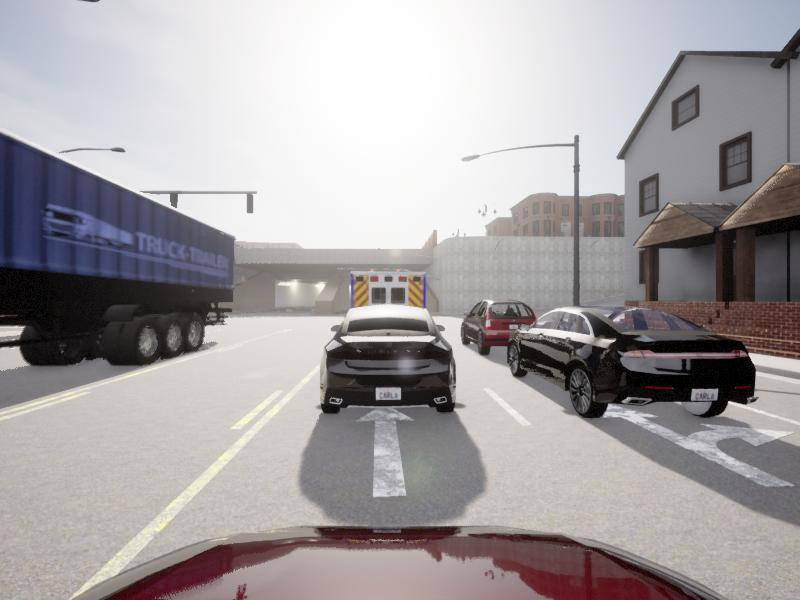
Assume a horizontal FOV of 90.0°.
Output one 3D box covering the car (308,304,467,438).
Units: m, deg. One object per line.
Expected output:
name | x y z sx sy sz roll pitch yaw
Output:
car | -0.209 0.844 7.073 1.837 1.490 4.892 0 0 -2

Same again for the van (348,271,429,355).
van | -0.436 0.378 14.773 2.351 2.431 6.366 0 0 -2

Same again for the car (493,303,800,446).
car | 3.293 0.836 6.852 2.128 1.511 4.902 0 0 -2

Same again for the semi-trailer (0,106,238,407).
semi-trailer | -7.311 -0.629 8.315 2.717 4.402 14.254 0 0 -3

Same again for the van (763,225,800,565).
van | 3.492 0.572 0.423 2.069 2.038 4.480 0 0 -2

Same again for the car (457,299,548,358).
car | 3.116 0.788 13.044 1.851 1.617 3.988 0 0 -2
